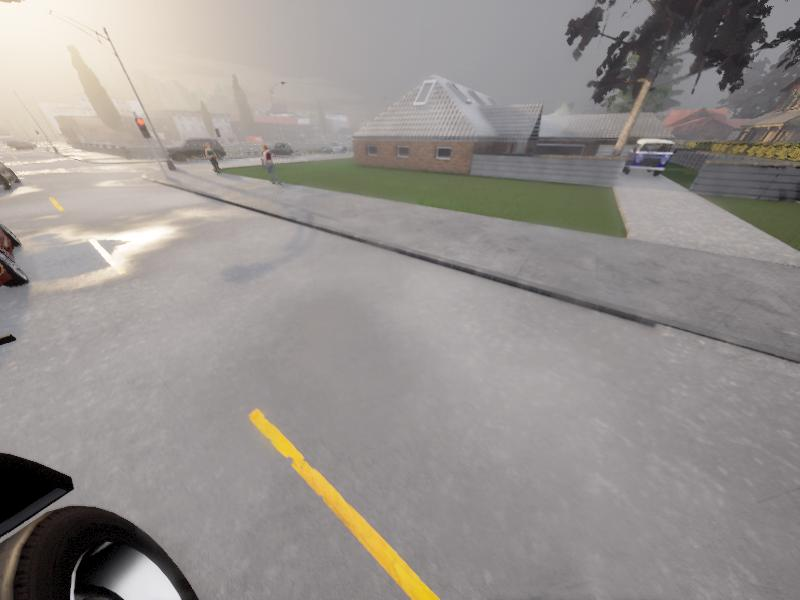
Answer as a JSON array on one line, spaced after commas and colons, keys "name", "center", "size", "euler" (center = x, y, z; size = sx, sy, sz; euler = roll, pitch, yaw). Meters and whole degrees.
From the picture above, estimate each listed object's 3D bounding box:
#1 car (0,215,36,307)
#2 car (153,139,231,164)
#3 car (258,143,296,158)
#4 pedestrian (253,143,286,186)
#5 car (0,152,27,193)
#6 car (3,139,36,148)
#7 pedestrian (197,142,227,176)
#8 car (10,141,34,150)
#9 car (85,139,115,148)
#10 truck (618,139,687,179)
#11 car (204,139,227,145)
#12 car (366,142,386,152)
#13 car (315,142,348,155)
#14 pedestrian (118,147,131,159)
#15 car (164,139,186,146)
[{"name": "car", "center": [-8.855, -1.082, 4.073], "size": [5.008, 1.535, 1.882], "euler": [22, 41, 28]}, {"name": "car", "center": [-22.153, -16.163, 24.978], "size": [2.150, 2.045, 5.566], "euler": [22, 41, 28]}, {"name": "car", "center": [-16.677, -20.443, 31.479], "size": [1.851, 1.617, 3.988], "euler": [22, 41, 28]}, {"name": "pedestrian", "center": [-6.780, -7.055, 12.073], "size": [0.751, 1.860, 0.751], "euler": [23, 41, 28]}, {"name": "car", "center": [-21.353, -6.389, 11.545], "size": [4.514, 1.525, 2.007], "euler": [28, 44, 34]}, {"name": "car", "center": [-86.011, -35.356, 52.225], "size": [5.027, 1.651, 2.152], "euler": [11, 37, 15]}, {"name": "pedestrian", "center": [-12.292, -9.266, 15.181], "size": [0.751, 1.860, 0.751], "euler": [27, 43, 32]}, {"name": "car", "center": [-75.108, -30.708, 45.909], "size": [4.181, 1.385, 1.994], "euler": [22, 41, 28]}, {"name": "car", "center": [-74.530, -38.936, 57.398], "size": [1.851, 1.617, 3.988], "euler": [22, 41, 28]}, {"name": "truck", "center": [17.076, -9.869, 15.951], "size": [2.069, 2.038, 4.478], "euler": [22, 41, 28]}, {"name": "car", "center": [-59.717, -51.081, 74.722], "size": [1.930, 1.638, 5.238], "euler": [22, 41, 28]}, {"name": "car", "center": [-4.677, -30.249, 45.535], "size": [1.789, 1.549, 3.705], "euler": [22, 41, 28]}, {"name": "car", "center": [-11.161, -24.930, 37.954], "size": [2.038, 1.542, 4.974], "euler": [22, 41, 28]}, {"name": "pedestrian", "center": [-31.284, -16.645, 26.192], "size": [0.500, 1.100, 0.500], "euler": [30, 45, 35]}, {"name": "car", "center": [-65.795, -46.087, 67.616], "size": [1.851, 1.617, 3.988], "euler": [22, 41, 28]}]
